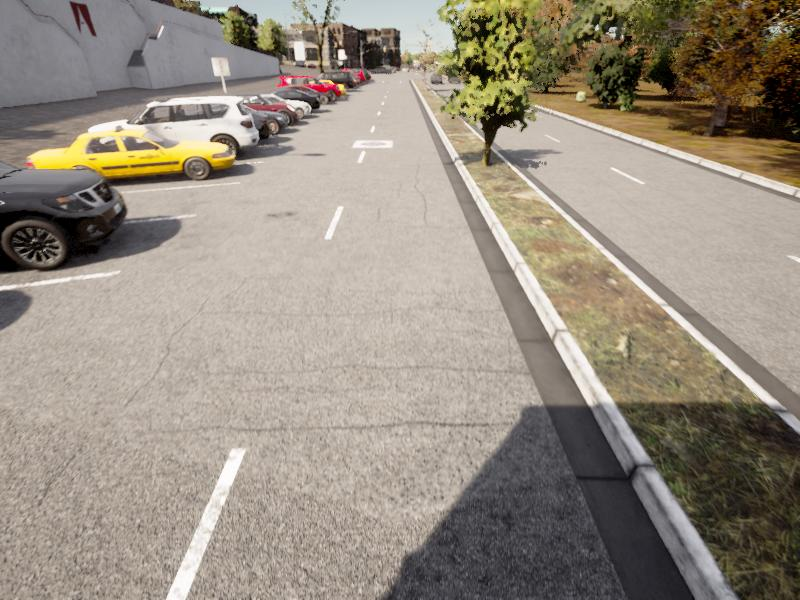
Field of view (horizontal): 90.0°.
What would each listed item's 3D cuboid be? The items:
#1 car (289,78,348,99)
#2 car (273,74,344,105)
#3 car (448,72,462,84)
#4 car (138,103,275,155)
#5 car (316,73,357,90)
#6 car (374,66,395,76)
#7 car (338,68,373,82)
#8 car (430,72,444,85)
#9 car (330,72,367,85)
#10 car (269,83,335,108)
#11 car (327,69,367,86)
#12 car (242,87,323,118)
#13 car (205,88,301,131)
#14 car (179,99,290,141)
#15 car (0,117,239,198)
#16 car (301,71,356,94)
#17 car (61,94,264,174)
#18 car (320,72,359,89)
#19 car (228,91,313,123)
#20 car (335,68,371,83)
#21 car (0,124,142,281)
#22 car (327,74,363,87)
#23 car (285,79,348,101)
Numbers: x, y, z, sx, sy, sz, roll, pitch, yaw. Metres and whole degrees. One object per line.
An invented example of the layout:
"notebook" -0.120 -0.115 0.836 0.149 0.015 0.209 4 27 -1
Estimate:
"car" -8.198 -21.329 40.257 5.366 1.575 1.946 -11 33 -17
"car" -8.008 -18.495 35.055 5.566 2.045 2.435 -11 32 -17
"car" 8.798 -35.601 64.190 1.789 1.549 3.705 0 31 0
"car" -8.071 -7.412 17.163 4.792 1.488 2.163 -11 33 -17
"car" -7.986 -27.634 50.559 4.553 1.767 2.185 -11 33 -17
"car" -3.544 -52.813 92.298 4.605 1.855 1.932 4 29 7
"car" -7.931 -40.001 71.167 5.566 2.045 2.435 -11 32 -16
"car" 5.796 -34.892 63.027 1.851 1.617 3.988 0 31 0
"car" -8.173 -35.148 63.466 5.366 1.575 1.946 -11 32 -17
"car" -8.005 -16.705 32.627 4.792 1.488 2.163 -11 32 -17
"car" -8.033 -33.859 60.800 5.566 2.045 2.435 -11 32 -17
"car" -8.029 -13.622 27.460 5.008 1.535 2.097 -11 33 -17
"car" -8.073 -10.631 22.244 4.553 1.767 2.185 -11 32 -17
"car" -8.045 -8.950 19.767 4.674 1.452 2.002 -11 32 -17
"car" -7.878 -4.416 12.049 5.366 1.575 1.946 -11 32 -17
"car" -8.047 -24.654 45.319 5.566 2.045 2.435 -11 33 -17
"car" -8.076 -6.119 14.442 5.566 2.045 2.435 -11 32 -17
"car" -8.046 -29.160 53.125 4.553 1.767 2.185 -11 32 -17
"car" -8.041 -12.040 24.910 4.674 1.452 2.002 -11 32 -17
"car" -8.004 -38.453 68.555 5.566 2.045 2.435 -11 32 -16
"car" -8.032 -1.552 6.709 5.566 2.045 2.435 -11 32 -17
"car" -8.033 -32.087 58.359 4.792 1.488 2.163 -11 32 -17
"car" -7.852 -19.858 37.797 5.366 1.575 1.946 -11 32 -17
